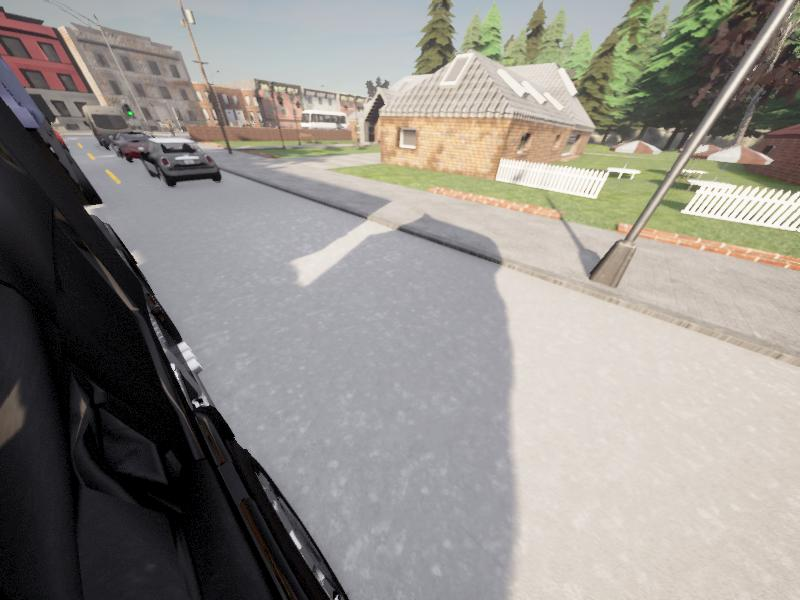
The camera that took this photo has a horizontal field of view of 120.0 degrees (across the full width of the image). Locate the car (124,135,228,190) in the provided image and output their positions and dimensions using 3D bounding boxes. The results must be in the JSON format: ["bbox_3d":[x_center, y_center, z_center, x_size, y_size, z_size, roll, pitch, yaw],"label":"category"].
[{"bbox_3d":[-9.354,-5.891,9.679,3.806,1.475,1.970,28,44,30],"label":"car"}]

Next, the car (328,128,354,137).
[{"bbox_3d":[-12.391,-35.301,48.686,1.882,1.535,5.008,28,44,30],"label":"car"}]

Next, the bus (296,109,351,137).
[{"bbox_3d":[-15.929,-37.549,49.195,3.944,4.253,10.273,28,44,30],"label":"bus"}]

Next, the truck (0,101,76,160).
[{"bbox_3d":[-22.090,-9.987,13.491,5.204,2.467,2.627,28,44,30],"label":"truck"}]

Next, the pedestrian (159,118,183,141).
[{"bbox_3d":[-22.994,-17.080,23.189,0.751,1.860,0.751,5,37,3],"label":"pedestrian"}]

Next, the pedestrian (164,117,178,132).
[{"bbox_3d":[-36.103,-27.631,36.445,0.751,1.860,0.751,27,43,29],"label":"pedestrian"}]

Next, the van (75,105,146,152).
[{"bbox_3d":[-22.208,-13.174,17.692,5.915,2.561,1.988,29,44,30],"label":"van"}]

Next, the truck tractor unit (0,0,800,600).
[{"bbox_3d":[-2.645,-0.295,0.351,6.516,4.208,3.053,28,44,30],"label":"truck tractor unit"}]

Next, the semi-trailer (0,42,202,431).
[{"bbox_3d":[-8.702,-3.607,4.218,14.254,4.402,2.717,28,44,30],"label":"semi-trailer"}]

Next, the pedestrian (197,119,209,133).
[{"bbox_3d":[-33.275,-29.412,39.004,0.751,1.860,0.751,23,41,25],"label":"pedestrian"}]

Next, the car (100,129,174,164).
[{"bbox_3d":[-15.913,-9.361,13.979,4.181,1.385,1.994,28,43,30],"label":"car"}]
